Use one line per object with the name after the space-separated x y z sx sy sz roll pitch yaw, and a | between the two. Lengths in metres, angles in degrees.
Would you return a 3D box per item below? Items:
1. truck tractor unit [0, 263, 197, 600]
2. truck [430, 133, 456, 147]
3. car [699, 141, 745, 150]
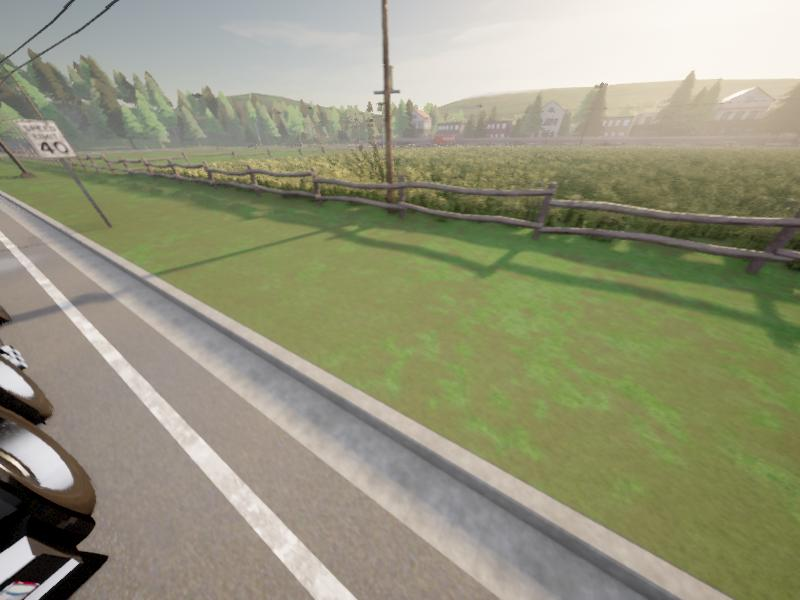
-5.117 -0.293 0.785 6.516 4.208 3.053 18 39 24 | truck tractor unit
15.246 -57.319 82.893 8.468 3.827 2.891 18 39 25 | truck
70.071 -33.741 50.418 5.366 1.575 1.801 18 39 25 | car
